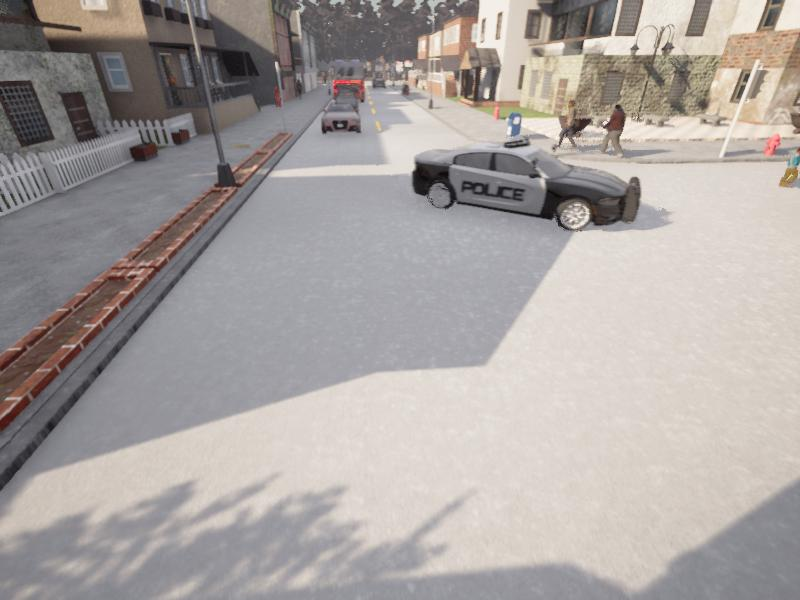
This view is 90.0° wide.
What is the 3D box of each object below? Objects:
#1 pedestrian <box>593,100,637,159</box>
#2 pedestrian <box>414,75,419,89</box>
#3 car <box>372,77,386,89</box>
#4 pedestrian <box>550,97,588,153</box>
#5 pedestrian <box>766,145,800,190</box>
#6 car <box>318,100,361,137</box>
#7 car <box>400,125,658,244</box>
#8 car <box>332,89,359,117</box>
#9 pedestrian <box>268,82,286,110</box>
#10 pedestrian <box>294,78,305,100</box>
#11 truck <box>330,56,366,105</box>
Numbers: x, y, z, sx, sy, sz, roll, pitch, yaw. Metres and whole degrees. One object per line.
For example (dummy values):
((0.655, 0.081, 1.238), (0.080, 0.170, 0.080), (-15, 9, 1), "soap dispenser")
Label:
((7.773, -6.188, 14.494), (0.751, 1.860, 0.751), (-24, 38, -35), "pedestrian")
((2.429, -32.493, 59.550), (0.751, 1.860, 0.751), (2, 30, 3), "pedestrian")
((-3.339, -34.752, 64.001), (2.038, 1.542, 4.974), (-3, 30, -4), "car")
((6.542, -6.792, 15.530), (0.751, 1.860, 0.751), (26, 39, 37), "pedestrian")
((10.966, -3.729, 11.259), (0.500, 1.100, 0.500), (-15, 33, -24), "pedestrian")
((-3.119, -9.772, 21.392), (1.994, 1.385, 4.181), (-2, 30, -4), "car")
((2.758, -2.914, 9.379), (5.238, 1.638, 1.930), (17, 35, 26), "car")
((-3.905, -14.484, 29.271), (1.789, 1.549, 3.705), (-2, 31, -4), "car")
((-9.477, -15.778, 30.932), (0.751, 1.860, 0.751), (9, 32, 15), "pedestrian")
((-10.195, -21.378, 40.520), (0.751, 1.860, 0.751), (-11, 32, -19), "pedestrian")
((-4.960, -21.642, 39.276), (2.891, 3.827, 8.468), (-2, 30, -4), "truck")
